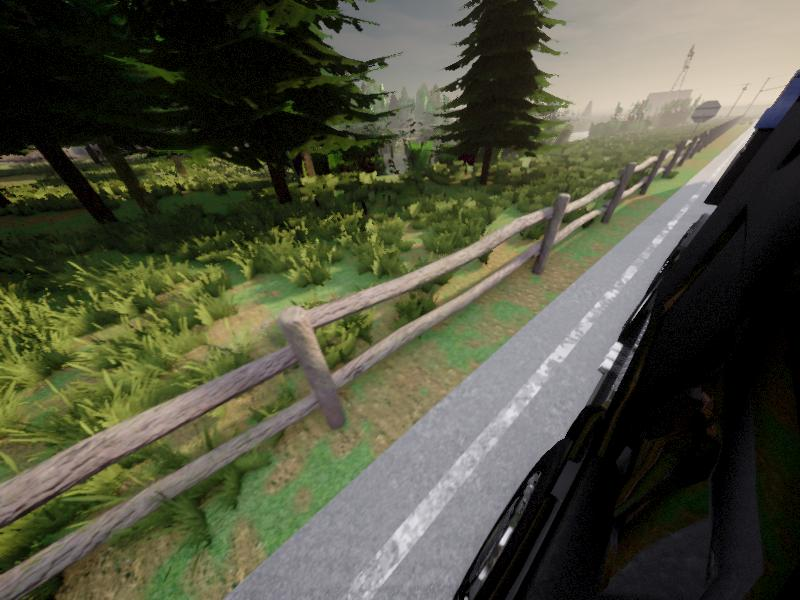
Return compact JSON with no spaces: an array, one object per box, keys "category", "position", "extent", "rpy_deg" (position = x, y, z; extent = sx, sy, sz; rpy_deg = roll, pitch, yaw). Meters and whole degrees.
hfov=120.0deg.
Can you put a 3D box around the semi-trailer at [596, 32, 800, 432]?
[{"category":"semi-trailer","position":[8.766,-3.568,4.145],"extent":[14.254,4.402,2.717],"rpy_deg":[-27,43,-29]}]

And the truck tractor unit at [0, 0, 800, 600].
[{"category":"truck tractor unit","position":[2.645,-0.295,0.351],"extent":[6.516,4.208,3.053],"rpy_deg":[-28,44,-30]}]

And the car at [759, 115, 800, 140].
[{"category":"car","position":[33.432,-14.997,20.053],"extent":[3.988,1.617,1.851],"rpy_deg":[-28,43,-29]}]

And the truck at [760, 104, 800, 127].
[{"category":"truck","position":[56.577,-27.287,34.138],"extent":[5.204,2.467,2.627],"rpy_deg":[-28,43,-29]}]
